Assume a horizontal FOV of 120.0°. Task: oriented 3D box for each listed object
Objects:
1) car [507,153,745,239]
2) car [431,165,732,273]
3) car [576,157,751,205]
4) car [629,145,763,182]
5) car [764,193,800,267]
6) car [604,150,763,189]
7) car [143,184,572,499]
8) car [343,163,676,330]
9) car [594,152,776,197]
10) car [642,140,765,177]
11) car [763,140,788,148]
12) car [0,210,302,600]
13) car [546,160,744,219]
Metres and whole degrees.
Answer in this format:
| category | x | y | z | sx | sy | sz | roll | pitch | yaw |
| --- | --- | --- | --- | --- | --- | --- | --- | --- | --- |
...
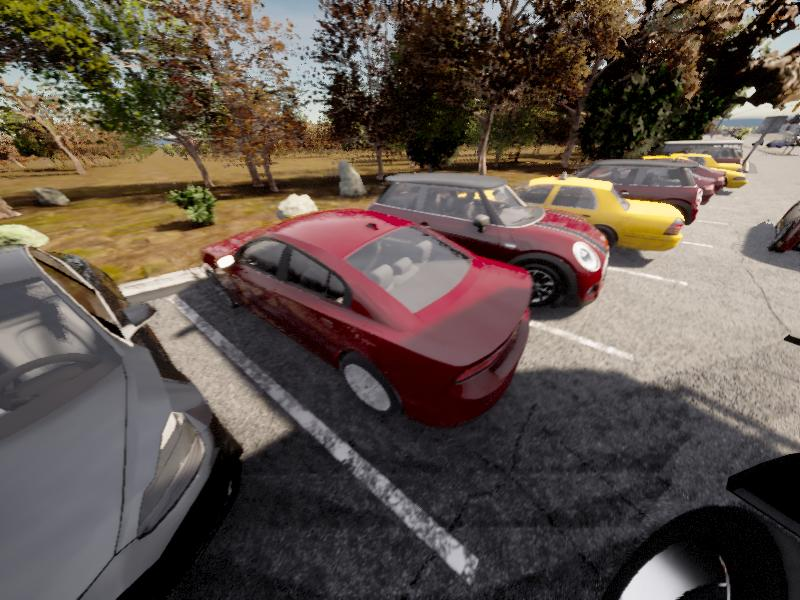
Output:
| category | x | y | z | sx | sy | sz | roll | pitch | yaw |
| --- | --- | --- | --- | --- | --- | --- | --- | --- | --- |
| car | 6.268 | -3.538 | 7.345 | 4.553 | 1.767 | 2.185 | 20 | 40 | 28 |
| car | 3.698 | -2.489 | 6.094 | 5.366 | 1.575 | 1.946 | 21 | 40 | 28 |
| car | 10.997 | -5.466 | 10.331 | 4.674 | 1.452 | 2.002 | 20 | 40 | 27 |
| car | 18.070 | -8.734 | 14.625 | 4.553 | 1.767 | 2.185 | 19 | 40 | 27 |
| car | 10.395 | -1.734 | 5.094 | 4.181 | 1.385 | 1.994 | -23 | 41 | -29 |
| car | 15.548 | -7.643 | 13.315 | 5.366 | 1.575 | 1.946 | 19 | 40 | 27 |
| car | -0.957 | -0.422 | 3.198 | 5.008 | 1.535 | 2.097 | 21 | 40 | 29 |
| car | 1.427 | -1.539 | 4.548 | 4.553 | 1.767 | 2.185 | 21 | 40 | 28 |
| car | 13.513 | -6.489 | 11.685 | 5.366 | 1.575 | 1.946 | 20 | 39 | 27 |
| car | 20.469 | -9.857 | 16.025 | 4.442 | 1.987 | 1.878 | 19 | 39 | 26 |
| car | 84.817 | -35.215 | 52.248 | 5.357 | 1.411 | 2.033 | -29 | 44 | -35 |
| car | -3.354 | 0.597 | 1.822 | 4.792 | 1.488 | 2.163 | 21 | 40 | 29 |
| car | 8.628 | -4.434 | 8.885 | 4.674 | 1.452 | 2.002 | 20 | 40 | 28 |
